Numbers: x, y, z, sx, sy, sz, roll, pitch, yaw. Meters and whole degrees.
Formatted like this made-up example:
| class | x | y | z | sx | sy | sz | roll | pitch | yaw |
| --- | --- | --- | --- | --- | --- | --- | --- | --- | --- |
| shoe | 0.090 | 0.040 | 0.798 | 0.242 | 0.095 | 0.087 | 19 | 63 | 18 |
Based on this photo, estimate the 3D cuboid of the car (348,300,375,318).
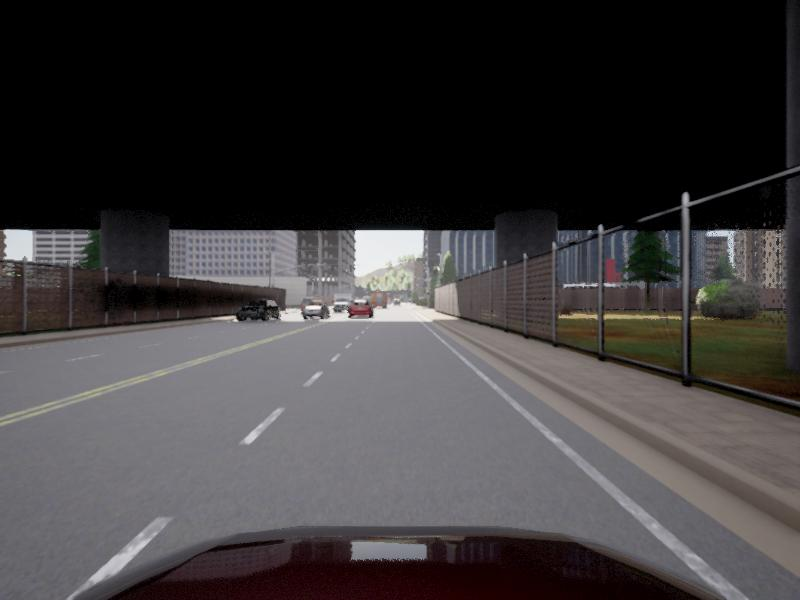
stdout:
| class | x | y | z | sx | sy | sz | roll | pitch | yaw |
| --- | --- | --- | --- | --- | --- | --- | --- | --- | --- |
| car | -3.694 | 0.803 | 38.848 | 2.242 | 1.667 | 4.611 | 0 | 0 | -1 |

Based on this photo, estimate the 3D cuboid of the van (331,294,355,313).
| class | x | y | z | sx | sy | sz | roll | pitch | yaw |
| --- | --- | --- | --- | --- | --- | --- | --- | --- | --- |
| van | -7.368 | 0.439 | 52.611 | 2.351 | 2.431 | 6.366 | 0 | 0 | 0 |

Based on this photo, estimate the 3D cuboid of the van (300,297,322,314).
| class | x | y | z | sx | sy | sz | roll | pitch | yaw |
| --- | --- | --- | --- | --- | --- | --- | --- | --- | --- |
| van | -10.836 | 0.657 | 49.054 | 1.775 | 1.987 | 4.442 | 0 | 0 | 0 |

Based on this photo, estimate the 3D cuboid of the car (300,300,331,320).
| class | x | y | z | sx | sy | sz | roll | pitch | yaw |
| --- | --- | --- | --- | --- | --- | --- | --- | --- | --- |
| car | -7.221 | 0.829 | 34.535 | 1.851 | 1.617 | 3.988 | 0 | 0 | 0 |

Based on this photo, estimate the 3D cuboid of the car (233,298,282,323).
| class | x | y | z | sx | sy | sz | roll | pitch | yaw |
| --- | --- | --- | --- | --- | --- | --- | --- | --- | --- |
| car | -10.686 | 0.730 | 30.416 | 2.097 | 1.767 | 4.553 | 0 | 0 | 0 |

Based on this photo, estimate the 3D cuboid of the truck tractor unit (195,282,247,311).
| class | x | y | z | sx | sy | sz | roll | pitch | yaw |
| --- | --- | --- | --- | --- | --- | --- | --- | --- | --- |
| truck tractor unit | -27.029 | -0.479 | 60.587 | 6.516 | 4.208 | 3.053 | 0 | 0 | -1 |

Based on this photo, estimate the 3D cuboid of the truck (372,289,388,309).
| class | x | y | z | sx | sy | sz | roll | pitch | yaw |
| --- | --- | --- | --- | --- | --- | --- | --- | --- | --- |
| truck | -4.105 | -0.225 | 83.065 | 2.891 | 3.827 | 8.468 | 0 | 0 | 0 |

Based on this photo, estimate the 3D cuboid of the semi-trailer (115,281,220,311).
| class | x | y | z | sx | sy | sz | roll | pitch | yaw |
| --- | --- | --- | --- | --- | --- | --- | --- | --- | --- |
| semi-trailer | -34.950 | -0.597 | 60.544 | 14.254 | 4.402 | 2.717 | 0 | 0 | 0 |
